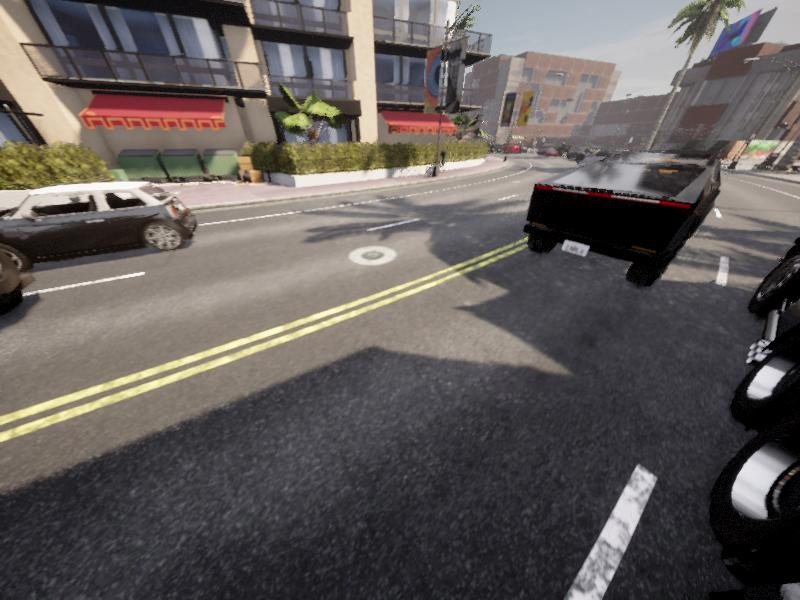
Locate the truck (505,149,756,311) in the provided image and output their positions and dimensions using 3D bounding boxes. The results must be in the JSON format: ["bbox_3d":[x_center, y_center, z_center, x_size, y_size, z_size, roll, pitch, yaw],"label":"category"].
[{"bbox_3d":[5.664,-2.307,5.576,6.274,2.098,2.390,-23,41,-30],"label":"truck"}]

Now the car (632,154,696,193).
[{"bbox_3d":[16.054,-7.980,14.307,1.801,1.575,5.366,26,42,32],"label":"car"}]

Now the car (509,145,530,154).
[{"bbox_3d":[27.021,-34.171,52.368,1.789,1.549,3.705,-10,36,-14],"label":"car"}]

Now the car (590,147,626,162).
[{"bbox_3d":[29.806,-21.000,33.232,1.851,1.617,3.988,5,35,7],"label":"car"}]

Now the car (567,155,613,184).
[{"bbox_3d":[13.894,-9.592,16.822,1.994,1.385,4.181,24,41,30],"label":"car"}]

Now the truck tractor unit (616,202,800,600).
[{"bbox_3d":[5.000,-0.398,0.930,6.516,4.208,3.053,-22,41,-29],"label":"truck tractor unit"}]

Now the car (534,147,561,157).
[{"bbox_3d":[26.488,-26.638,41.602,1.994,1.385,4.181,-2,35,-3],"label":"car"}]

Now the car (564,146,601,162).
[{"bbox_3d":[26.350,-21.331,33.641,2.242,1.667,4.611,5,35,7],"label":"car"}]

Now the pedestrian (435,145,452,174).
[{"bbox_3d":[3.318,-10.729,17.680,0.751,1.860,0.751,29,44,35],"label":"pedestrian"}]

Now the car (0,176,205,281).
[{"bbox_3d":[-7.306,-1.843,5.391,3.806,1.475,1.970,-19,39,-25],"label":"car"}]

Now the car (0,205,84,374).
[{"bbox_3d":[-6.886,0.146,2.143,3.866,1.878,1.905,-17,38,-23],"label":"car"}]

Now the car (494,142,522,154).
[{"bbox_3d":[23.793,-33.665,51.187,2.150,2.045,5.566,-10,36,-14],"label":"car"}]

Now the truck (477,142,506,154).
[{"bbox_3d":[20.131,-33.875,51.431,2.390,2.098,6.274,-11,36,-16],"label":"truck"}]
